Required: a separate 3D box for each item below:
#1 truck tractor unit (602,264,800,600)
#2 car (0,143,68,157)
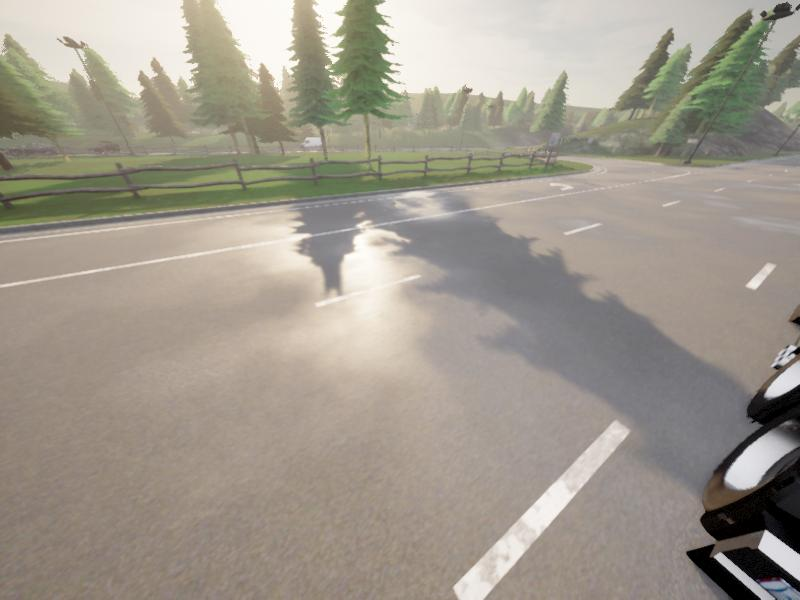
[{"bbox_3d":[5.112,-0.298,0.788,6.516,4.208,3.053,-18,39,-24],"label":"truck tractor unit"},{"bbox_3d":[-54.372,-22.382,34.376,5.027,1.651,2.152,-18,39,-24],"label":"car"}]
